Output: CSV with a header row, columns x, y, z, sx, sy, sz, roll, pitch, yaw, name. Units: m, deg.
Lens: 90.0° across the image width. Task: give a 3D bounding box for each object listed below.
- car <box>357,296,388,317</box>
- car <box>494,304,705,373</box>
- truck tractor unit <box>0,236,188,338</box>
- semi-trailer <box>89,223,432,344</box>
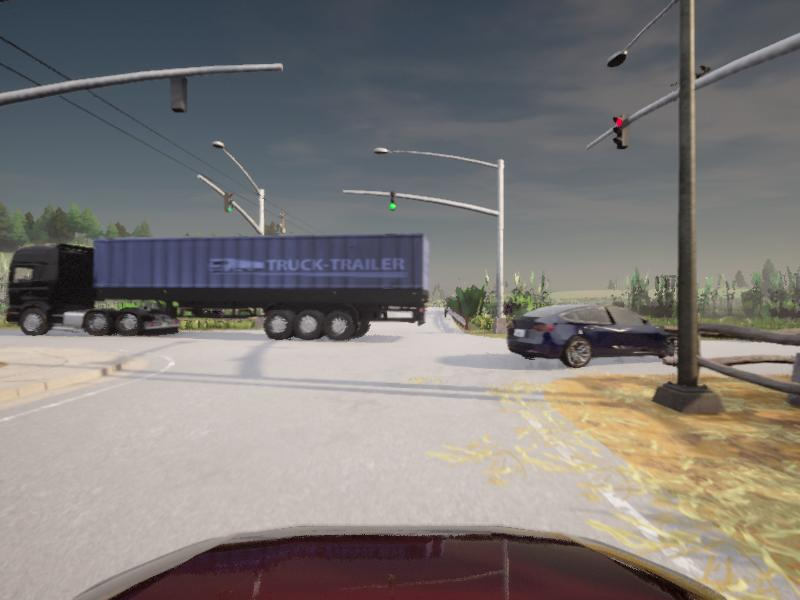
x,y,z,sx,sy,sz,roll,pitch,yaw,name
-2.126,0.488,32.611,1.812,1.442,4.674,0,3,5,car
5.169,0.854,10.527,4.792,1.488,2.163,0,0,-18,car
-13.713,-0.553,18.173,6.516,4.208,3.053,0,0,3,truck tractor unit
-5.883,-0.624,17.051,14.254,4.402,2.717,0,0,10,semi-trailer
